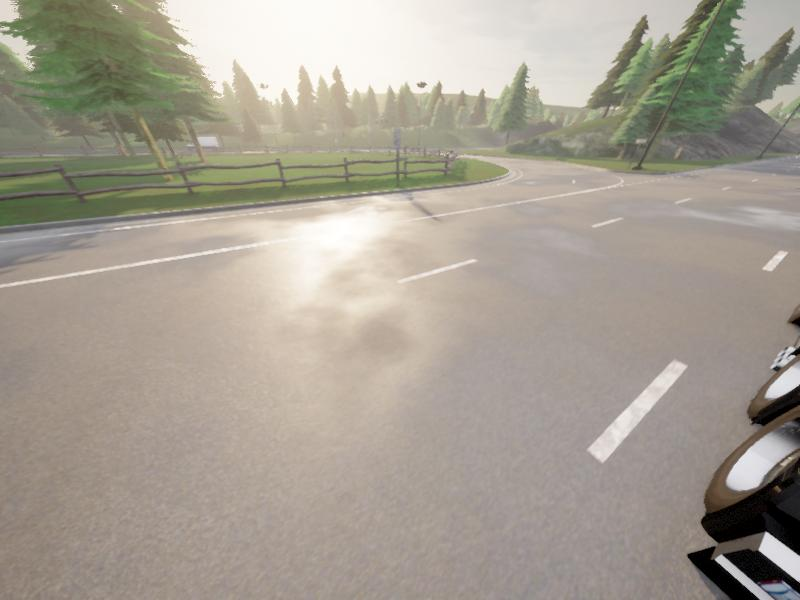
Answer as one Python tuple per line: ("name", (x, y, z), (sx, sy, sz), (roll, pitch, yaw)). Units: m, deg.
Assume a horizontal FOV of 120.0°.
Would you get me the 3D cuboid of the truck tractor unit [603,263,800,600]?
("truck tractor unit", (5.109, -0.298, 0.801), (6.516, 4.208, 3.053), (-18, 38, -24))
